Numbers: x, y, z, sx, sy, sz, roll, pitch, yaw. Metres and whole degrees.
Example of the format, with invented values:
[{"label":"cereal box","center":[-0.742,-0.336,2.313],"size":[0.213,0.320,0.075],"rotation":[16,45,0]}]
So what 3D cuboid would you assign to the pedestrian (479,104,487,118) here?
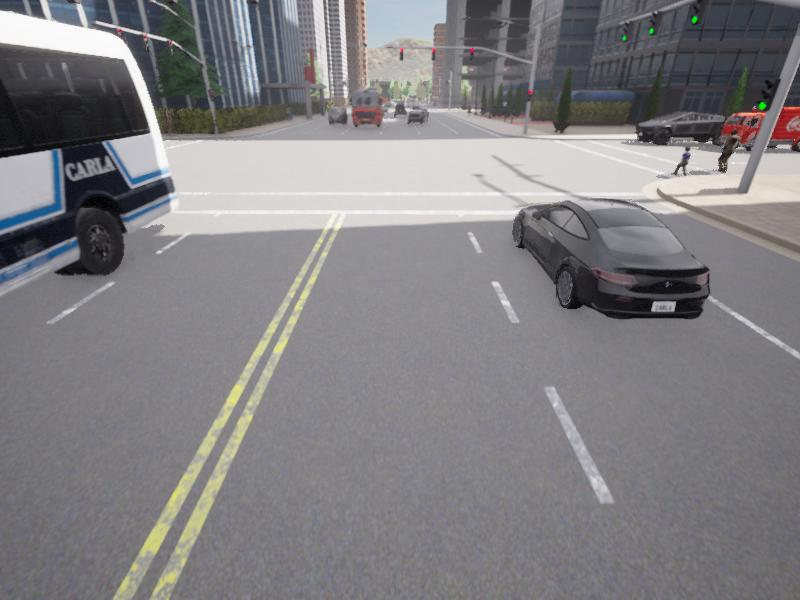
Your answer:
[{"label":"pedestrian","center":[12.367,-28.271,59.787],"size":[0.751,1.860,0.751],"rotation":[-5,27,-10]}]

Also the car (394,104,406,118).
[{"label":"car","center":[0.022,-30.342,64.211],"size":[1.905,1.878,3.866],"rotation":[0,27,0]}]

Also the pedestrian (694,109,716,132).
[{"label":"pedestrian","center":[27.332,-16.092,35.867],"size":[0.751,1.860,0.751],"rotation":[-6,28,-11]}]

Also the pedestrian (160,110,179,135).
[{"label":"pedestrian","center":[-19.102,-14.740,33.169],"size":[0.751,1.860,0.751],"rotation":[0,27,0]}]

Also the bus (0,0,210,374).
[{"label":"bus","center":[-6.883,-1.423,4.795],"size":[3.944,4.253,10.273],"rotation":[0,27,0]}]

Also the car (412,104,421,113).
[{"label":"car","center":[3.530,-41.127,85.759],"size":[1.882,1.535,5.008],"rotation":[0,27,0]}]

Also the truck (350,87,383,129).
[{"label":"truck","center":[-3.494,-21.321,44.335],"size":[2.891,3.827,8.468],"rotation":[0,27,0]}]

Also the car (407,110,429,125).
[{"label":"car","center":[2.259,-22.331,48.902],"size":[1.837,1.490,4.892],"rotation":[6,28,12]}]

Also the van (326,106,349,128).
[{"label":"van","center":[-6.987,-20.677,45.096],"size":[1.775,1.987,4.442],"rotation":[0,27,0]}]

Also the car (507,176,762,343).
[{"label":"car","center":[3.496,-1.100,7.277],"size":[1.812,1.442,4.674],"rotation":[0,27,0]}]

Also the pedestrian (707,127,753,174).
[{"label":"pedestrian","center":[14.247,-6.474,17.329],"size":[0.751,1.860,0.751],"rotation":[1,27,2]}]

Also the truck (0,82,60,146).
[{"label":"truck","center":[-29.759,-12.960,27.886],"size":[8.468,3.827,2.891],"rotation":[0,27,0]}]

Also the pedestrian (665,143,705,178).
[{"label":"pedestrian","center":[11.804,-5.785,16.593],"size":[0.751,1.300,0.751],"rotation":[-1,27,-2]}]

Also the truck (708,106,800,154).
[{"label":"truck","center":[22.869,-10.490,24.594],"size":[5.204,2.467,2.627],"rotation":[0,27,1]}]

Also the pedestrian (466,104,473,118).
[{"label":"pedestrian","center":[10.276,-27.882,59.022],"size":[0.751,1.860,0.751],"rotation":[-2,27,-3]}]

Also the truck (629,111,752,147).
[{"label":"truck","center":[19.982,-11.923,27.828],"size":[6.274,2.098,2.390],"rotation":[0,27,1]}]

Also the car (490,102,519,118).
[{"label":"car","center":[16.642,-30.220,63.439],"size":[2.390,2.098,6.274],"rotation":[15,31,27]}]

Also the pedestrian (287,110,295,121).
[{"label":"pedestrian","center":[-14.046,-23.818,51.618],"size":[0.751,1.300,0.751],"rotation":[-2,27,-5]}]

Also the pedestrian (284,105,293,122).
[{"label":"pedestrian","center":[-14.137,-23.645,50.661],"size":[0.751,1.860,0.751],"rotation":[-1,27,-3]}]

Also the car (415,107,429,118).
[{"label":"car","center":[3.520,-30.388,64.834],"size":[1.970,1.475,3.806],"rotation":[0,27,0]}]
